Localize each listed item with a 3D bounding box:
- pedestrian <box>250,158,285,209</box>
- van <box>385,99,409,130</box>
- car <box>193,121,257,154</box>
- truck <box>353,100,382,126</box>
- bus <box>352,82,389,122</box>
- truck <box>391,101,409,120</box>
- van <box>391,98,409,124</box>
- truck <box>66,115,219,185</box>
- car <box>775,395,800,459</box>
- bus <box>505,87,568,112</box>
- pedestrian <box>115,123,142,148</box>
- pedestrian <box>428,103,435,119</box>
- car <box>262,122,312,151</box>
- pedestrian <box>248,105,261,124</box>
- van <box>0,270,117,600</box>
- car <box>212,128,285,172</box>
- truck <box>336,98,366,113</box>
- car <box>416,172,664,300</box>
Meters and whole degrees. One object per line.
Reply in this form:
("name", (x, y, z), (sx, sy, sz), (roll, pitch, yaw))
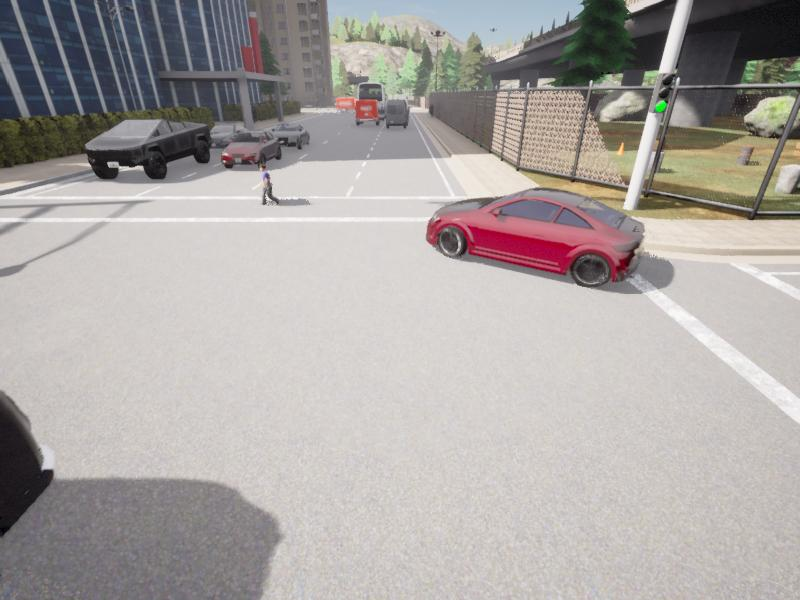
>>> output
("pedestrian", (-3.905, -3.455, 11.815), (0.751, 1.300, 0.751), (-9, 29, -18))
("van", (-0.238, -18.797, 40.353), (1.988, 2.561, 5.915), (2, 27, 3))
("car", (-10.478, -9.979, 24.381), (1.812, 1.442, 4.674), (0, 27, 0))
("truck", (-3.470, -20.521, 43.771), (2.627, 2.467, 5.204), (0, 27, 0))
("bus", (-3.587, -25.696, 51.894), (3.944, 4.253, 10.273), (0, 27, 0))
("truck", (0.035, -26.278, 55.387), (2.390, 2.098, 6.274), (0, 27, 0))
("van", (0.035, -22.625, 47.800), (1.988, 2.561, 5.915), (0, 27, 0))
("truck", (-10.483, -6.676, 17.241), (2.390, 2.098, 6.274), (0, 27, 0))
("car", (6.054, 1.140, 2.625), (4.611, 1.667, 2.242), (0, 27, -1))
("bus", (26.281, -38.796, 77.530), (10.273, 4.253, 3.944), (0, 27, 0))
("pedestrian", (-16.091, -9.769, 23.737), (0.751, 1.300, 0.751), (0, 27, 0))
("pedestrian", (4.109, -24.395, 51.603), (0.751, 1.860, 0.751), (-1, 27, -2))
("car", (-6.987, -10.370, 25.230), (1.994, 1.385, 4.181), (0, 27, -1))
("pedestrian", (-15.256, -19.456, 41.969), (0.751, 1.860, 0.751), (0, 27, -1))
("van", (-3.470, 1.744, 0.991), (2.069, 2.038, 4.480), (0, 27, 0))
("car", (-6.981, -7.217, 18.980), (1.816, 1.474, 4.193), (0, 27, 0))
("truck", (-9.110, -36.395, 74.767), (5.204, 2.467, 2.627), (0, 27, 0))
("car", (2.641, -1.525, 8.099), (4.181, 1.385, 1.994), (17, 32, 30))
